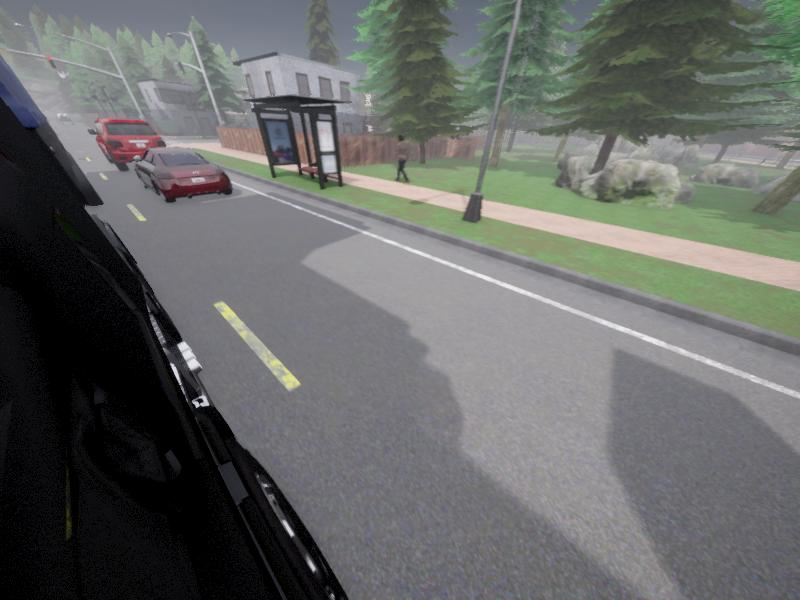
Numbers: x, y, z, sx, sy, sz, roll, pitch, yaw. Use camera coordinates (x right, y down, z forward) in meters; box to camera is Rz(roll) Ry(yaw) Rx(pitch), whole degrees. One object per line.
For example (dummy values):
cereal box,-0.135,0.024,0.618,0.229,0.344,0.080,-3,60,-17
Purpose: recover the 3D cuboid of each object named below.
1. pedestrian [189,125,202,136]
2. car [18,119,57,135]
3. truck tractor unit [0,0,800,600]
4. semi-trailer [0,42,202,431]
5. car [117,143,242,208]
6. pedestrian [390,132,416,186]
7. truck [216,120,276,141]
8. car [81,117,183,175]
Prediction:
pedestrian,-29.192,-24.201,32.991,0.751,1.300,0.751,12,38,12
car,-43.770,-20.901,27.959,4.181,1.385,1.994,28,44,30
truck tractor unit,-2.645,-0.295,0.351,6.516,4.208,3.053,28,44,30
semi-trailer,-8.706,-3.586,4.240,14.254,4.402,2.717,28,44,30
car,-7.855,-4.611,8.226,4.181,1.385,1.994,28,44,30
pedestrian,0.094,-5.998,9.855,0.751,1.860,0.751,32,46,33
truck,-21.170,-23.536,32.203,2.390,2.098,6.274,21,41,24
car,-13.967,-8.125,12.012,5.566,2.045,2.150,28,44,30
